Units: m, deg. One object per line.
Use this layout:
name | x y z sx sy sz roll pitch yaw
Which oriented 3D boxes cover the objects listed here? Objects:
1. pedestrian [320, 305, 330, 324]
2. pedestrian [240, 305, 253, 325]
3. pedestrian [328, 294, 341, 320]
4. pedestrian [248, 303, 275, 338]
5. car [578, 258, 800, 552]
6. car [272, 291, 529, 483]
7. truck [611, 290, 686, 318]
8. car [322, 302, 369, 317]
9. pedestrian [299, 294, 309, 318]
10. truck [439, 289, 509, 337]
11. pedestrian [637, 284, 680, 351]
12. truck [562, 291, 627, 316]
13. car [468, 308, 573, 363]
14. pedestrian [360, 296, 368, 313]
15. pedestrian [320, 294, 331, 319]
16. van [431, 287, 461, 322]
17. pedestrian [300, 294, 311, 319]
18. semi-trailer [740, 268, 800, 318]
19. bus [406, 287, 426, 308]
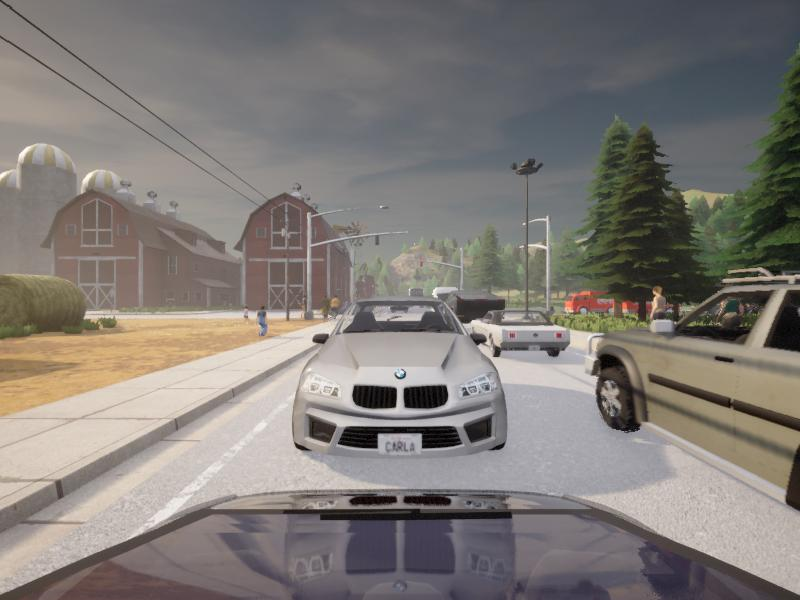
pedestrian | -4.579 0.884 24.363 0.500 1.100 0.500 0 0 2
pedestrian | -8.816 0.857 22.960 0.500 1.100 0.500 0 0 30
pedestrian | -4.687 0.507 28.840 0.751 1.860 0.751 0 0 7
pedestrian | -5.349 0.767 15.515 0.751 1.300 0.751 0 0 6
car | 3.488 0.657 3.354 1.932 1.855 4.605 0 0 0
car | -0.008 0.761 5.796 2.242 1.667 4.611 0 0 0
truck | 22.660 0.355 36.680 5.204 2.467 2.627 0 0 -1
car | -5.342 0.913 39.508 4.181 1.385 1.994 0 0 7
pedestrian | -7.498 0.483 31.325 0.751 1.860 0.751 0 0 -12
truck | 3.484 0.558 20.312 2.390 2.098 6.274 0 0 0
pedestrian | 7.530 0.494 11.663 0.751 1.860 0.751 0 0 -12
truck | 19.370 0.362 40.112 5.204 2.467 2.627 0 0 -1
car | 3.490 0.954 12.594 1.895 1.301 4.718 0 0 0
pedestrian | -4.191 0.519 46.427 0.751 1.860 0.751 0 0 4
pedestrian | -5.701 0.491 30.646 0.751 1.860 0.751 0 0 -6
van | 3.563 0.342 32.148 1.988 2.561 5.915 0 0 2
pedestrian | -7.283 0.486 30.732 0.751 1.860 0.751 0 0 -20
semi-trailer | 39.551 -0.617 36.831 14.254 4.402 2.717 0 0 0
bus | 3.322 -0.467 87.181 3.944 4.253 10.273 0 0 0
